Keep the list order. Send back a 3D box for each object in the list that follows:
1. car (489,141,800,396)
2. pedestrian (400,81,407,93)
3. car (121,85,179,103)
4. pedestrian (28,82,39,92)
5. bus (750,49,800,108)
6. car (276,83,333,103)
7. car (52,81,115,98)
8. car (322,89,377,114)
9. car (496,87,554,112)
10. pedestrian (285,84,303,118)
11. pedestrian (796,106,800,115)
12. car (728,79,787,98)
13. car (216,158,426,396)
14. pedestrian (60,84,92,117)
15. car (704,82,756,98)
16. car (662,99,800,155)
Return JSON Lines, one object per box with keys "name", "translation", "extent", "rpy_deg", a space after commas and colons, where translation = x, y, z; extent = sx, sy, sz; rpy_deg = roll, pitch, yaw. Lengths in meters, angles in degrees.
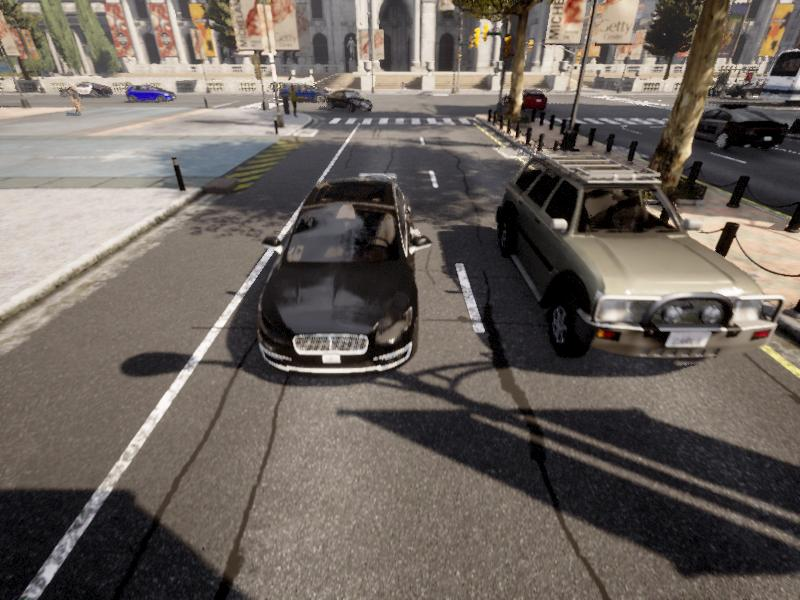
{"name": "car", "translation": [2.802, -0.947, 5.764], "extent": [1.932, 1.855, 4.605], "rpy_deg": [0, 30, 0]}
{"name": "pedestrian", "translation": [0.414, -26.238, 49.246], "extent": [0.751, 1.300, 0.751], "rpy_deg": [1, 30, 2]}
{"name": "car", "translation": [-23.916, -19.810, 38.424], "extent": [4.193, 1.474, 1.816], "rpy_deg": [0, 30, 0]}
{"name": "pedestrian", "translation": [-46.619, -27.065, 50.850], "extent": [0.500, 1.100, 0.500], "rpy_deg": [2, 30, 3]}
{"name": "bus", "translation": [37.930, -19.202, 34.647], "extent": [10.273, 4.253, 3.944], "rpy_deg": [0, 30, 0]}
{"name": "car", "translation": [-9.076, -19.855, 38.352], "extent": [4.856, 1.649, 2.033], "rpy_deg": [0, 30, 0]}
{"name": "car", "translation": [-35.059, -23.391, 44.434], "extent": [4.974, 1.542, 2.038], "rpy_deg": [0, 30, 1]}
{"name": "car", "translation": [-3.956, -15.414, 30.939], "extent": [1.812, 1.442, 4.674], "rpy_deg": [-23, 37, -34]}
{"name": "car", "translation": [9.908, -16.170, 32.197], "extent": [2.163, 1.488, 4.792], "rpy_deg": [-7, 31, -12]}
{"name": "pedestrian", "translation": [-6.731, -12.666, 25.476], "extent": [0.751, 1.860, 0.751], "rpy_deg": [-1, 30, -1]}
{"name": "pedestrian", "translation": [27.684, -13.418, 26.768], "extent": [0.751, 1.860, 0.751], "rpy_deg": [-3, 30, -6]}
{"name": "car", "translation": [36.652, -21.779, 41.117], "extent": [3.988, 1.617, 1.851], "rpy_deg": [0, 30, 0]}
{"name": "car", "translation": [-0.699, -0.857, 5.988], "extent": [1.837, 1.490, 4.892], "rpy_deg": [0, 30, 0]}
{"name": "pedestrian", "translation": [-21.090, -13.009, 26.060], "extent": [0.751, 1.860, 0.751], "rpy_deg": [5, 31, 8]}
{"name": "car", "translation": [36.453, -23.262, 44.302], "extent": [3.806, 1.475, 1.970], "rpy_deg": [0, 30, 0]}
{"name": "car", "translation": [14.260, -7.741, 17.623], "extent": [1.930, 1.638, 5.238], "rpy_deg": [0, 30, 0]}
